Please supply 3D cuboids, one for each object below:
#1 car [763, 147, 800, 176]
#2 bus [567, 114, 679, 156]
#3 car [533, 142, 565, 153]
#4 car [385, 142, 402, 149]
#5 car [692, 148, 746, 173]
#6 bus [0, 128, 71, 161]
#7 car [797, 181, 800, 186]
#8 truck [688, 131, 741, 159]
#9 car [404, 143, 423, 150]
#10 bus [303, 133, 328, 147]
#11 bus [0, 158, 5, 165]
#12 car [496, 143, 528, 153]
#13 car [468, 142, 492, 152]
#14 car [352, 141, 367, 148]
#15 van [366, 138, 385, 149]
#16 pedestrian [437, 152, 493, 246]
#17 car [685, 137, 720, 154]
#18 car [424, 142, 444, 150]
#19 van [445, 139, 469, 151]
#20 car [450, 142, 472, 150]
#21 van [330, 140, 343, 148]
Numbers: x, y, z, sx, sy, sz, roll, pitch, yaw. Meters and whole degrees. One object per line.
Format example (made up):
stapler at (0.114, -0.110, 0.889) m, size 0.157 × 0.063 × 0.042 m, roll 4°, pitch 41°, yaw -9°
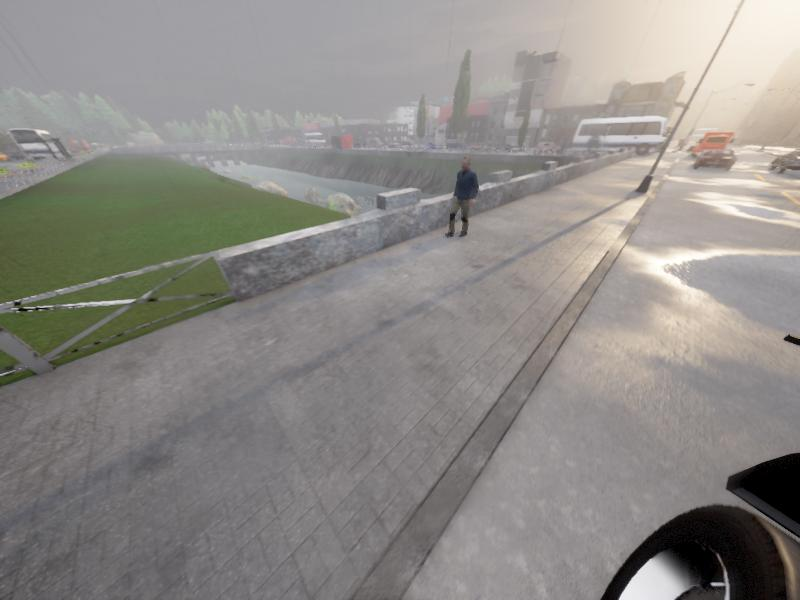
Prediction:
car at (27.650, -9.533, 15.828) m, size 5.357 × 1.411 × 2.033 m, roll -29°, pitch 44°, yaw -34°
bus at (31.003, -23.239, 32.875) m, size 3.944 × 4.253 × 10.273 m, roll -30°, pitch 44°, yaw -35°
car at (24.903, -25.524, 38.690) m, size 1.970 × 1.475 × 3.806 m, roll -30°, pitch 44°, yaw -35°
car at (-1.631, -41.047, 61.464) m, size 1.812 × 1.442 × 4.674 m, roll -29°, pitch 44°, yaw -34°
car at (24.530, -10.919, 17.959) m, size 4.718 × 1.301 × 1.895 m, roll -29°, pitch 44°, yaw -34°
bus at (-63.294, -27.233, 40.486) m, size 3.944 × 4.253 × 10.273 m, roll -29°, pitch 44°, yaw -34°
car at (20.444, -5.536, 10.139) m, size 4.514 × 1.525 × 2.007 m, roll -29°, pitch 44°, yaw -34°
truck at (36.431, -18.085, 26.950) m, size 5.204 × 2.467 × 2.627 m, roll -29°, pitch 44°, yaw -34°
car at (3.204, -38.157, 57.360) m, size 1.895 × 1.301 × 4.718 m, roll -29°, pitch 44°, yaw -34°
bus at (-31.665, -59.867, 86.546) m, size 3.944 × 4.253 × 10.273 m, roll -29°, pitch 44°, yaw -34°
bus at (-51.678, -17.321, 26.076) m, size 3.944 × 4.253 × 10.273 m, roll -29°, pitch 44°, yaw -34°
car at (20.494, -28.037, 42.533) m, size 1.895 × 1.301 × 4.718 m, roll -29°, pitch 44°, yaw -34°
car at (16.018, -30.728, 46.315) m, size 1.970 × 1.475 × 3.806 m, roll -30°, pitch 44°, yaw -35°
car at (-12.370, -47.426, 70.609) m, size 2.242 × 1.667 × 4.611 m, roll -29°, pitch 44°, yaw -34°
van at (-7.110, -44.695, 65.837) m, size 1.988 × 2.561 × 5.915 m, roll -29°, pitch 44°, yaw -34°
pedestrian at (1.477, -2.382, 5.495) m, size 0.751 × 1.860 × 0.751 m, roll -29°, pitch 44°, yaw -34°
car at (44.101, -22.556, 33.695) m, size 3.866 × 1.878 × 1.905 m, roll -21°, pitch 40°, yaw -27°
car at (7.744, -35.573, 53.416) m, size 1.816 × 1.474 × 4.193 m, roll -29°, pitch 44°, yaw -34°
van at (12.122, -33.219, 49.512) m, size 1.775 × 1.987 × 4.442 m, roll -29°, pitch 44°, yaw -34°
car at (13.944, -35.204, 52.854) m, size 1.994 × 1.385 × 4.181 m, roll -29°, pitch 44°, yaw -34°
van at (-21.534, -52.918, 78.375) m, size 1.775 × 1.987 × 4.442 m, roll -29°, pitch 44°, yaw -34°
